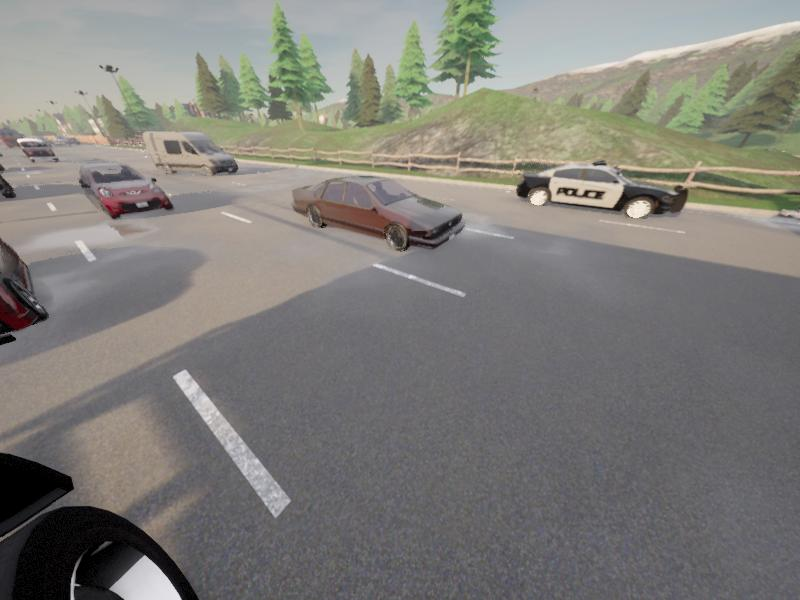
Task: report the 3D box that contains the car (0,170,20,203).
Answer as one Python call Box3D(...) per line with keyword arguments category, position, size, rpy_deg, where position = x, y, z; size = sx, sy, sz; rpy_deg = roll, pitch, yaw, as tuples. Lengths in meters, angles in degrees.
Box3D(category="car", position=(-19.048, -5.289, 9.933), size=(5.027, 1.651, 2.152), rpy_deg=(22, 40, 28))

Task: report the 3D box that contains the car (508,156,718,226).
Box3D(category="car", position=(7.326, -4.374, 8.816), size=(5.238, 1.638, 1.930), rpy_deg=(22, 40, 28))

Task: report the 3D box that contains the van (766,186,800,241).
Box3D(category="van", position=(14.103, -1.934, 4.702), size=(6.366, 2.431, 2.351), rpy_deg=(22, 41, 28))

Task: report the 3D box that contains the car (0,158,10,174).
Box3D(category="car", position=(-31.655, -10.368, 17.204), size=(4.792, 1.488, 2.163), rpy_deg=(22, 41, 28))

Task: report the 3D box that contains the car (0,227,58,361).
Box3D(category="car", position=(-6.957, -0.256, 3.066), size=(4.181, 1.385, 1.994), rpy_deg=(22, 40, 28))

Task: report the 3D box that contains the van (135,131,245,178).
Box3D(category="van", position=(-14.657, -10.295, 16.312), size=(5.915, 2.561, 1.988), rpy_deg=(10, 36, 13))

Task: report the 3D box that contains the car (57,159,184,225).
Box3D(category="car", position=(-9.900, -3.979, 8.215), size=(3.633, 1.501, 1.845), rpy_deg=(22, 41, 28))

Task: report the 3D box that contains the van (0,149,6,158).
Box3D(category="van", position=(-52.181, -19.119, 28.706), size=(6.366, 2.431, 2.351), rpy_deg=(22, 41, 28))

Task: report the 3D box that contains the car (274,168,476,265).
Box3D(category="car", position=(-0.928, -2.721, 6.609), size=(5.357, 1.411, 2.033), rpy_deg=(22, 40, 28))

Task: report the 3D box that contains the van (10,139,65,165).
Box3D(category="van", position=(-37.099, -15.253, 23.639), size=(4.480, 2.038, 2.069), rpy_deg=(22, 41, 27))

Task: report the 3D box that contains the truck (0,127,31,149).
Box3D(category="truck", position=(-88.020, -36.754, 52.365), size=(8.468, 3.827, 2.891), rpy_deg=(22, 41, 28))
